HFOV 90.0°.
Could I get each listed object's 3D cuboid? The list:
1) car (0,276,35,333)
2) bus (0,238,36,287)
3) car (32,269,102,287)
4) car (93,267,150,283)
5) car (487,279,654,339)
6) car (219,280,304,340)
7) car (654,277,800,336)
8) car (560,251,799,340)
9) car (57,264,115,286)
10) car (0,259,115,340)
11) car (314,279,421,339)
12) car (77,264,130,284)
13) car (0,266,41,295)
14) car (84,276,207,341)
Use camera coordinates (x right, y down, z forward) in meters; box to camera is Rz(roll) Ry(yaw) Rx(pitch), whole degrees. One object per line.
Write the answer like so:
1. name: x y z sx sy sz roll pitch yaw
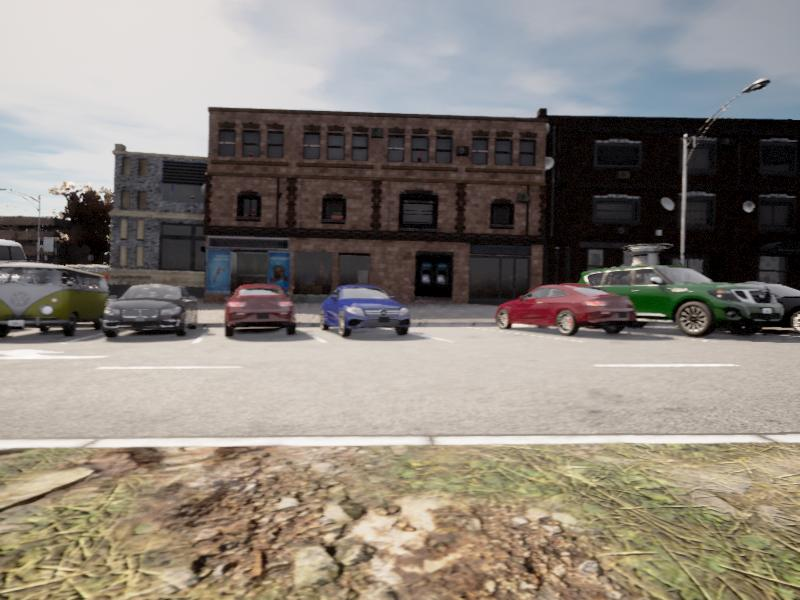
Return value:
1. car: -13.320 0.128 11.914 2.185 1.767 4.553 0 -1 -22
2. bus: -36.968 -3.222 33.863 3.944 4.253 10.273 2 5 -8
3. car: -32.280 -2.124 39.005 4.892 1.521 2.231 1 5 -27
4. car: -33.287 -2.977 48.049 5.366 1.575 1.946 0 5 -28
5. car: 4.809 0.247 12.208 2.002 1.452 4.674 0 -1 -20
6. car: -4.253 0.270 12.123 2.002 1.452 4.674 0 -1 -21
7. car: 10.857 0.192 12.184 2.097 1.535 5.008 0 -1 -20
8. car: 7.848 -0.052 12.183 2.435 2.045 5.566 0 -1 -20
9. car: -32.754 -2.633 41.911 4.442 1.987 1.878 0 6 -28
10. car: -10.245 0.019 11.879 1.878 1.987 4.442 0 -1 -22
11. car: -1.228 0.263 12.176 2.002 1.452 4.674 0 -1 -21
12. car: -33.149 -2.917 44.900 4.442 1.987 1.878 1 6 -27
13. car: -31.061 -1.525 30.052 5.566 2.045 2.435 0 5 -27
14. car: -7.271 0.239 12.072 2.231 1.521 4.892 0 -1 -22
